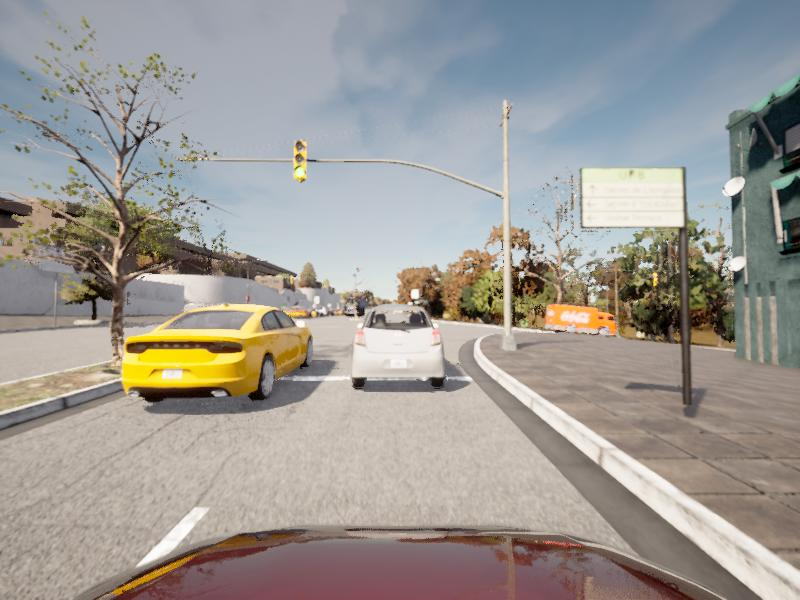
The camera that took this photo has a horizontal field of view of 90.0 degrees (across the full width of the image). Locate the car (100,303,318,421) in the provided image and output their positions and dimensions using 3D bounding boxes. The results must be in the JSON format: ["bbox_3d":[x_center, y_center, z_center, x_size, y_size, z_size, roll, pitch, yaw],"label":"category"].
[{"bbox_3d":[-3.040,0.833,7.792,1.882,1.535,5.008,0,0,0],"label":"car"}]

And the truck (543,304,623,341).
[{"bbox_3d":[15.064,1.848,33.214,5.204,2.467,2.627,6,-2,3],"label":"truck"}]

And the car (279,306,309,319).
[{"bbox_3d":[-17.132,2.037,64.660,4.442,1.987,1.878,0,-2,-20],"label":"car"}]

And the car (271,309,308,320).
[{"bbox_3d":[-17.052,2.186,61.697,5.366,1.575,1.946,0,-2,-20],"label":"car"}]

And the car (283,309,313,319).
[{"bbox_3d":[-17.277,2.366,67.579,4.792,1.488,2.163,0,-1,-20],"label":"car"}]

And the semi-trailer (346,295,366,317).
[{"bbox_3d":[-9.269,1.372,86.248,2.717,4.402,14.254,0,-2,0],"label":"semi-trailer"}]

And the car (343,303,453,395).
[{"bbox_3d":[-0.043,0.839,8.548,1.845,1.501,3.633,0,0,0],"label":"car"}]

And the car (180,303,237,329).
[{"bbox_3d":[-11.965,1.016,25.258,1.845,1.501,3.633,1,-2,0],"label":"car"}]

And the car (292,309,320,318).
[{"bbox_3d":[-17.272,2.487,73.555,4.892,1.521,2.231,0,-1,-20],"label":"car"}]

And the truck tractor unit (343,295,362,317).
[{"bbox_3d":[-9.231,1.256,78.328,3.053,4.208,6.516,0,-2,0],"label":"truck tractor unit"}]

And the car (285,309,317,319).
[{"bbox_3d":[-17.438,2.408,70.508,5.366,1.575,1.946,0,-1,-20],"label":"car"}]

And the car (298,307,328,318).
[{"bbox_3d":[-17.335,2.389,79.509,5.566,2.045,2.435,0,-1,-20],"label":"car"}]
